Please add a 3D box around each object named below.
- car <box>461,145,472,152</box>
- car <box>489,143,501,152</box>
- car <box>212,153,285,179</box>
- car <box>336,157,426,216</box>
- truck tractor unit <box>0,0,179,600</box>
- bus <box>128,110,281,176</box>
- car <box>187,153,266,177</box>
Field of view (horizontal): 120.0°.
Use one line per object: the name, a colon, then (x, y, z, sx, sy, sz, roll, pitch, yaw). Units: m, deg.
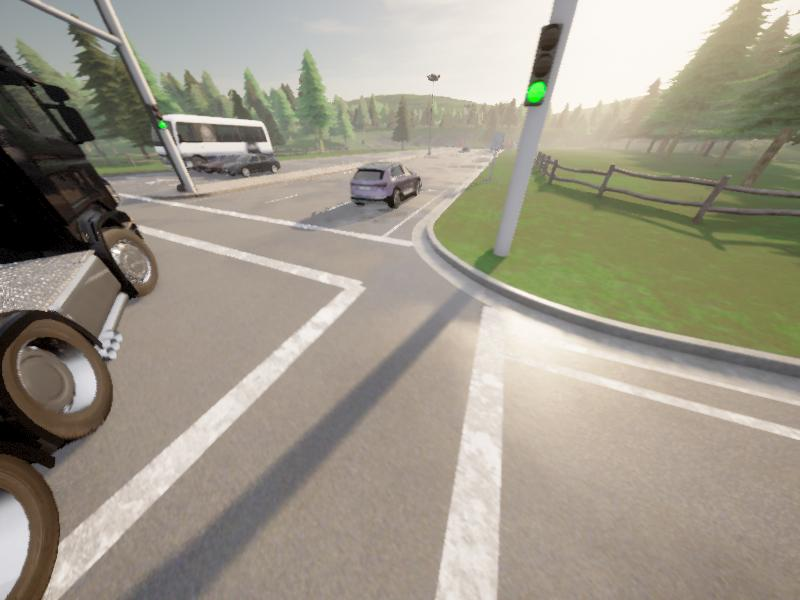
car: (18.357, -41.737, 63.734, 1.837, 1.490, 4.892, 13, 37, 19)
car: (27.123, -43.497, 65.815, 2.150, 2.045, 5.566, 13, 37, 19)
car: (-12.339, -11.287, 19.295, 1.837, 1.490, 4.892, 13, 36, 18)
car: (-0.518, -5.374, 10.514, 2.033, 1.649, 4.856, 12, 37, 17)
truck tractor unit: (-4.558, -0.642, 1.295, 3.053, 4.208, 6.516, -22, 40, -28)
bus: (-17.721, -15.298, 22.726, 3.944, 4.253, 10.273, 13, 36, 18)
car: (-15.343, -12.329, 20.912, 2.033, 1.411, 5.357, 13, 36, 18)
